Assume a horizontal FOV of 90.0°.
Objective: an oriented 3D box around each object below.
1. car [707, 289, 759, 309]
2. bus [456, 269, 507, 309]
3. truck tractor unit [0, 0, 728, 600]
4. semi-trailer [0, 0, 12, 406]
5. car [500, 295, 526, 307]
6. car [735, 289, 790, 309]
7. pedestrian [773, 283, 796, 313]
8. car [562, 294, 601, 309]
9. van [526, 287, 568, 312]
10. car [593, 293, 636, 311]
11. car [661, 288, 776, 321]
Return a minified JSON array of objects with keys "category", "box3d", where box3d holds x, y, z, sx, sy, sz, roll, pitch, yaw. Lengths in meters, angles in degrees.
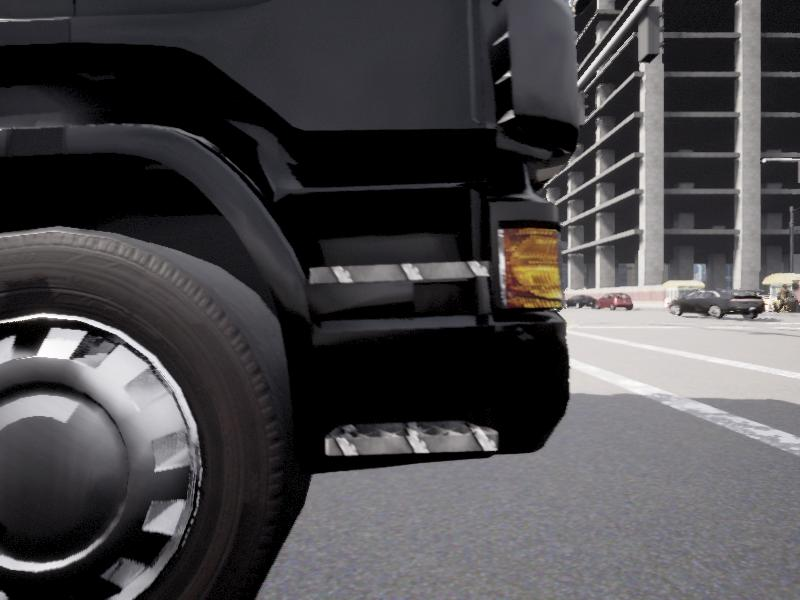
[{"category":"car","box3d":[32.832,-0.103,39.591,1.905,1.878,3.866,0,0,0]},{"category":"bus","box3d":[9.319,-1.181,47.520,3.944,4.253,10.273,0,0,0]},{"category":"truck tractor unit","box3d":[-2.699,-1.150,2.273,6.516,4.208,3.053,0,-2,1]},{"category":"semi-trailer","box3d":[-10.629,-1.243,2.156,14.254,4.402,2.717,0,0,-1]},{"category":"car","box3d":[16.131,0.144,57.403,2.152,1.651,5.027,0,0,-1]},{"category":"car","box3d":[35.773,-0.099,39.593,1.905,1.878,3.866,0,0,0]},{"category":"pedestrian","box3d":[24.387,-0.141,25.391,0.751,1.860,0.751,0,0,1]},{"category":"car","box3d":[19.718,0.191,43.715,1.882,1.535,5.008,0,0,0]},{"category":"van","box3d":[12.779,-0.071,35.111,2.069,2.038,4.480,0,0,0]},{"category":"car","box3d":[19.767,0.156,37.123,1.851,1.617,3.988,0,0,0]},{"category":"car","box3d":[16.289,0.201,20.886,2.128,1.511,4.902,0,0,1]}]
